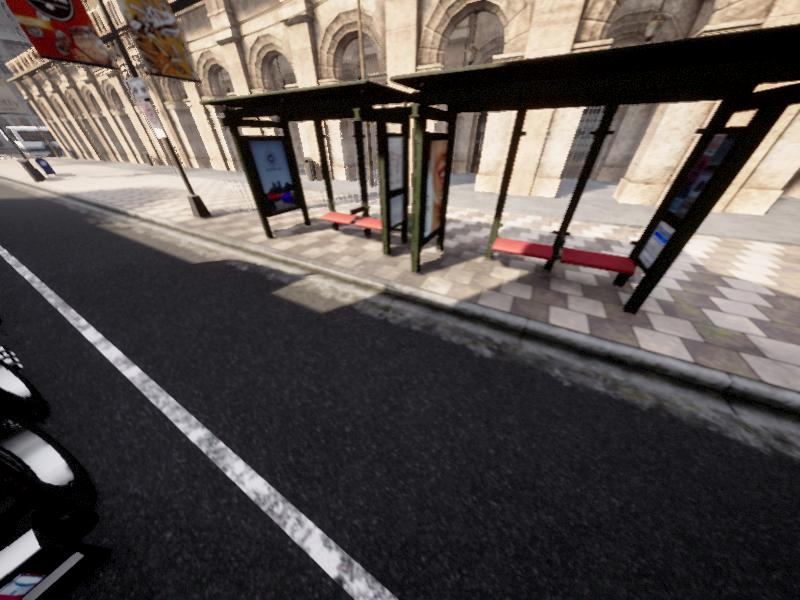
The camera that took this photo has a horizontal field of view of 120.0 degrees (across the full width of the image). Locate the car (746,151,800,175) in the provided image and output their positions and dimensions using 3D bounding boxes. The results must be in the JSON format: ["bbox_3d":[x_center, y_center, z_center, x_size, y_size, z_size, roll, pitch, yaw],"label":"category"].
[{"bbox_3d":[27.910,-9.216,15.585,4.718,1.301,1.895,17,38,23],"label":"car"}]

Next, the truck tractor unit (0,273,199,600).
[{"bbox_3d":[-5.128,-0.283,0.754,6.516,4.208,3.053,18,39,23],"label":"truck tractor unit"}]

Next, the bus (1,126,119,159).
[{"bbox_3d":[-58.567,-27.636,40.474,3.944,4.253,10.273,17,39,23],"label":"bus"}]
